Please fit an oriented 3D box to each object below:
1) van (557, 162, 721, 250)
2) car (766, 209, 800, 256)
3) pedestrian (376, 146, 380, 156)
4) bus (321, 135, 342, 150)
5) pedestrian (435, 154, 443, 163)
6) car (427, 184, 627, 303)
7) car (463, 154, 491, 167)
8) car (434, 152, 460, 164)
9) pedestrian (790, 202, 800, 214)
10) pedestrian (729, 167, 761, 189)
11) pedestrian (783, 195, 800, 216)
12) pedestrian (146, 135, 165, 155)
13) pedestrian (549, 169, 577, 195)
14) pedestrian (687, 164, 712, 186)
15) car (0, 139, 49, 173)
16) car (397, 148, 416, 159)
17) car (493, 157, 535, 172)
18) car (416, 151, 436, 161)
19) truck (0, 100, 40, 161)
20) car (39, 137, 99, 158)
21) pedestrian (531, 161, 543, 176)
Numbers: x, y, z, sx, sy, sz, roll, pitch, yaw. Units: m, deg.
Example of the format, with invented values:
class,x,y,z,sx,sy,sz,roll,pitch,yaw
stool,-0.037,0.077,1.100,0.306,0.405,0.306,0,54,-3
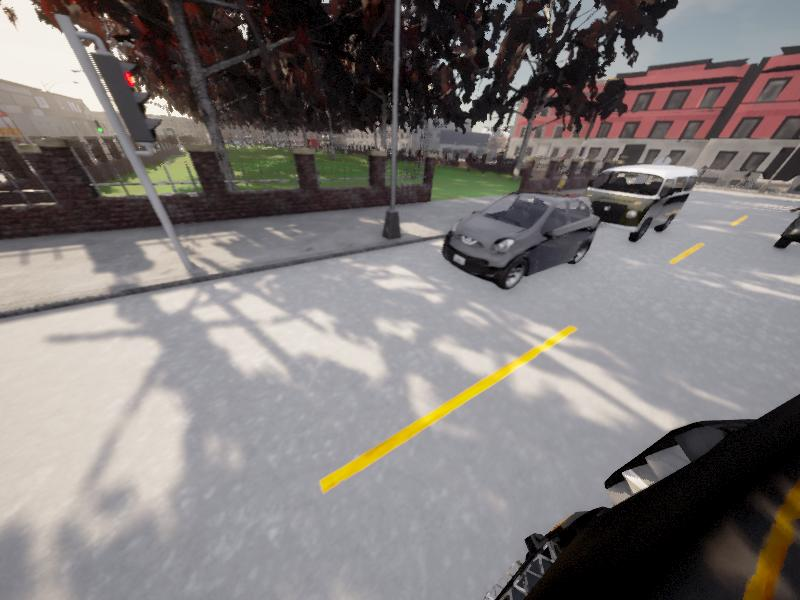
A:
class,x,y,z,sx,sy,sz,roll,pitch,yaw
van,7.948,-3.351,7.753,4.480,2.038,2.069,-17,39,-27
car,13.762,-2.363,7.123,3.988,1.617,1.851,-17,39,-28
pedestrian,-4.900,-33.222,51.454,0.751,1.860,0.751,-10,36,-19
bus,-25.540,-58.387,85.621,3.944,4.253,10.273,-17,39,-28
pedestrian,6.272,-22.719,37.095,0.751,1.300,0.751,-17,39,-27
car,2.674,-1.507,5.031,3.633,1.501,1.845,-17,39,-27
car,12.220,-22.254,36.873,1.789,1.549,3.705,-17,39,-27
car,8.409,-25.764,41.859,2.007,1.525,4.514,-17,39,-27
pedestrian,22.724,-5.602,12.418,0.751,1.860,0.751,-6,35,-14
pedestrian,33.821,-11.982,22.675,0.751,1.860,0.751,-11,36,-20
pedestrian,21.459,-5.365,11.962,0.751,1.860,0.751,-13,37,-22
pedestrian,-27.602,-17.516,26.105,0.751,1.860,0.751,-17,39,-27
pedestrian,10.001,-7.238,14.181,0.751,1.300,0.751,-18,39,-28
pedestrian,30.763,-12.843,23.723,0.751,1.860,0.751,-21,40,-31
car,-24.330,-8.623,13.683,2.033,1.411,5.357,-18,39,-28
car,1.420,-32.376,50.901,1.932,1.855,4.605,-17,39,-27
car,15.785,-18.932,32.228,1.837,1.490,4.892,-18,39,-28
car,5.108,-28.792,46.181,1.970,1.475,3.806,-17,39,-27
truck,-31.034,-11.928,15.915,2.891,3.827,8.468,-17,38,-27
car,-30.027,-13.976,21.137,1.845,1.501,3.633,-18,39,-28
pedestrian,15.190,-14.650,25.705,0.751,1.300,0.751,16,36,18
